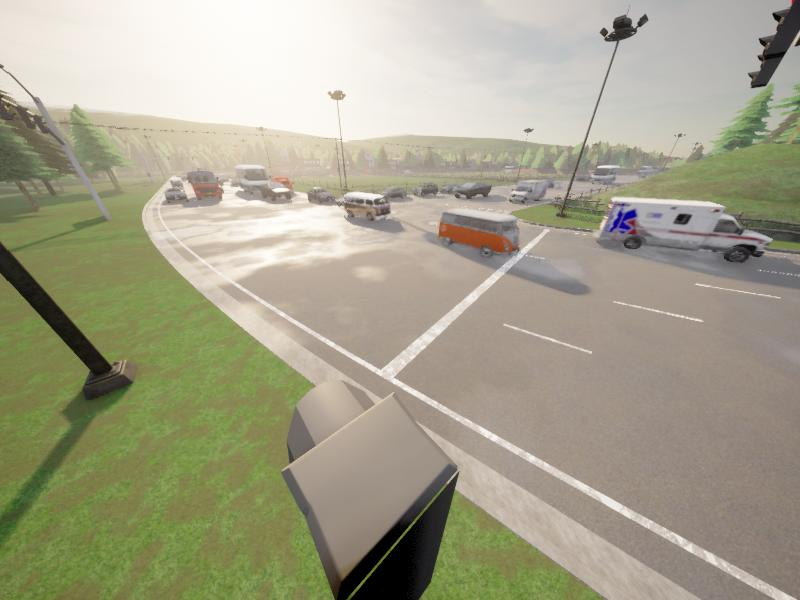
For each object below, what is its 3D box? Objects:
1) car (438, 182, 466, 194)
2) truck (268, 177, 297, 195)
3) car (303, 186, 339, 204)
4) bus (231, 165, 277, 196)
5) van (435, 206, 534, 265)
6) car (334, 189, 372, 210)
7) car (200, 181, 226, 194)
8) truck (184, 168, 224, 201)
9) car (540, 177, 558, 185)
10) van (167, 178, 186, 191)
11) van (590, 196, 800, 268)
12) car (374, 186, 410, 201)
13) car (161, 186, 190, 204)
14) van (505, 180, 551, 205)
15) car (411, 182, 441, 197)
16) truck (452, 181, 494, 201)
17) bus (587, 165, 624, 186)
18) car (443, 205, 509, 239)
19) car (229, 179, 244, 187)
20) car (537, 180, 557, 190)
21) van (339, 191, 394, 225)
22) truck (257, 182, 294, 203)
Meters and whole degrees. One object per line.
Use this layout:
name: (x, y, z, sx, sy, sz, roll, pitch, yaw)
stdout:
car: (9.060, -19.532, 40.306, 4.974, 1.542, 2.038, -23, 37, -34)
truck: (-19.950, -19.418, 39.175, 2.627, 2.467, 5.204, -22, 37, -33)
car: (-10.332, -13.723, 30.103, 2.242, 1.667, 4.611, -26, 39, -37)
bus: (-25.023, -20.613, 39.449, 3.944, 4.253, 10.273, -22, 37, -33)
van: (4.158, -3.631, 12.306, 1.775, 1.987, 4.442, -22, 36, -33)
car: (-5.433, -12.055, 27.507, 2.152, 1.651, 5.027, 10, 32, 17)
car: (-33.022, -19.800, 40.675, 5.027, 1.651, 2.152, 24, 38, 35)
truck: (-28.387, -16.866, 33.394, 2.891, 3.827, 8.468, -22, 37, -33)
car: (41.036, -32.878, 63.612, 5.027, 1.651, 2.152, -23, 37, -34)
van: (-44.750, -23.297, 46.323, 2.069, 2.038, 4.480, -22, 37, -33)
van: (14.522, -3.892, 12.320, 6.366, 2.431, 2.351, 19, 35, 30)
car: (-1.112, -15.090, 32.661, 4.792, 1.488, 2.163, -26, 39, -37)
car: (-29.716, -13.989, 30.613, 2.152, 1.651, 5.027, -23, 37, -34)
van: (16.460, -13.888, 29.634, 6.366, 2.431, 2.351, -23, 37, -34)
car: (4.107, -17.597, 36.606, 4.605, 1.855, 1.932, -23, 37, -34)
truck: (10.574, -15.845, 33.347, 6.274, 2.098, 2.390, -23, 37, -34)
bus: (53.186, -32.307, 59.711, 10.273, 4.253, 3.944, -23, 37, -34)
car: (5.171, -5.685, 16.470, 1.994, 1.385, 4.181, -14, 33, -23)
car: (-38.075, -27.290, 53.736, 1.882, 1.535, 5.008, -22, 37, -33)
car: (30.616, -23.989, 48.081, 4.193, 1.474, 1.816, -23, 37, -34)
van: (-2.888, -7.979, 19.784, 4.480, 2.038, 2.069, 23, 37, 34)
truck: (-17.239, -14.957, 31.808, 2.390, 2.098, 6.274, -24, 38, -36)
